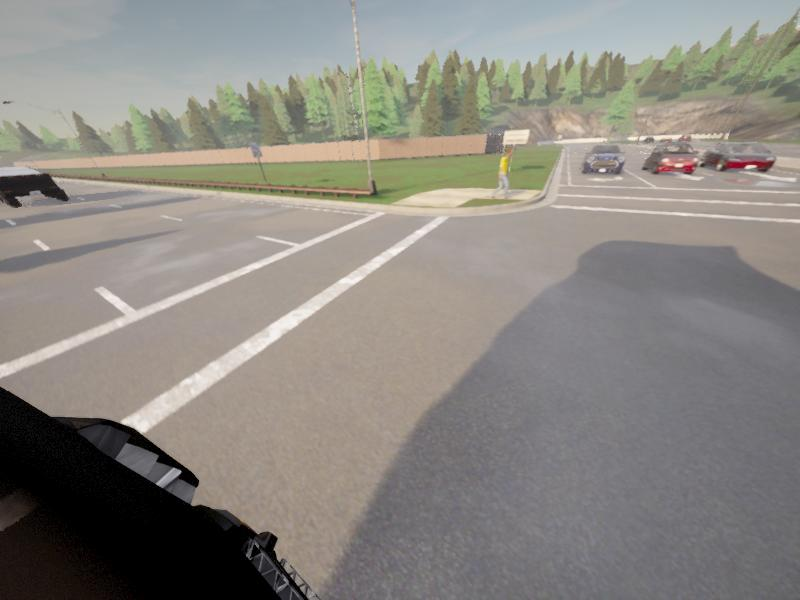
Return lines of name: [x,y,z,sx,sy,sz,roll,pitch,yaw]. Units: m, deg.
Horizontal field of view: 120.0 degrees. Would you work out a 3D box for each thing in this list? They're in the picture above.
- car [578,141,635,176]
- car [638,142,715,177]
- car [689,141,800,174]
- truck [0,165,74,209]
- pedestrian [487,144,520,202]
car: [14.234,-10.008,16.248,2.097,1.767,4.553,16,38,26]
car: [17.185,-8.988,14.667,1.851,1.617,3.988,16,38,26]
car: [21.332,-9.153,14.719,2.163,1.488,4.792,16,38,26]
truck: [-25.188,-7.654,15.391,6.274,2.098,2.390,16,38,26]
pedestrian: [4.022,-4.942,9.039,0.751,1.860,0.751,14,37,24]
